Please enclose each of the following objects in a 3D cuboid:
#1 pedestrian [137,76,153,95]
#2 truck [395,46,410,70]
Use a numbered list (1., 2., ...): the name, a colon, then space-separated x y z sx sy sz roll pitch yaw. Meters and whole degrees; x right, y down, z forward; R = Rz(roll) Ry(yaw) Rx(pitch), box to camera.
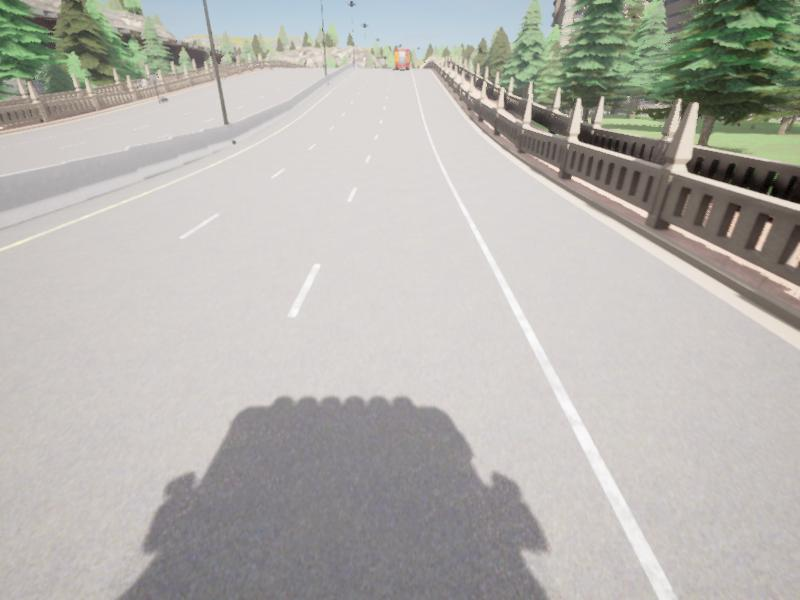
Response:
1. pedestrian: -28.217 -23.750 44.322 0.751 1.860 0.751 0 27 0
2. truck: 0.444 -48.149 79.720 2.891 3.827 8.468 0 31 0
